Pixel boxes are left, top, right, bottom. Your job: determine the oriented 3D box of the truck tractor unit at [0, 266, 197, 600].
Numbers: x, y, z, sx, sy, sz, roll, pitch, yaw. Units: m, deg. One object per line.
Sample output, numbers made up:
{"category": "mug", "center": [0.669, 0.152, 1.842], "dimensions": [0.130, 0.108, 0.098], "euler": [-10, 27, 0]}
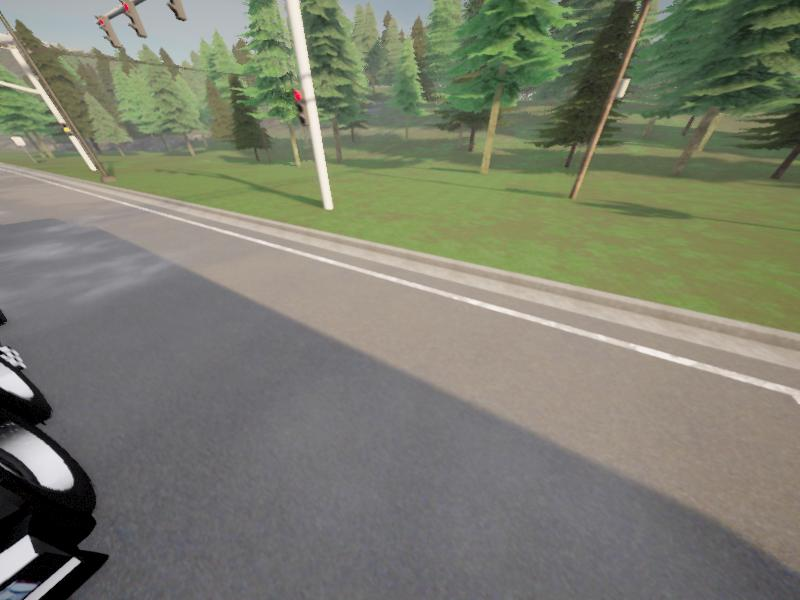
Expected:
{"category": "truck tractor unit", "center": [-5.117, -0.295, 0.777], "dimensions": [6.516, 4.208, 3.053], "euler": [18, 39, 24]}
